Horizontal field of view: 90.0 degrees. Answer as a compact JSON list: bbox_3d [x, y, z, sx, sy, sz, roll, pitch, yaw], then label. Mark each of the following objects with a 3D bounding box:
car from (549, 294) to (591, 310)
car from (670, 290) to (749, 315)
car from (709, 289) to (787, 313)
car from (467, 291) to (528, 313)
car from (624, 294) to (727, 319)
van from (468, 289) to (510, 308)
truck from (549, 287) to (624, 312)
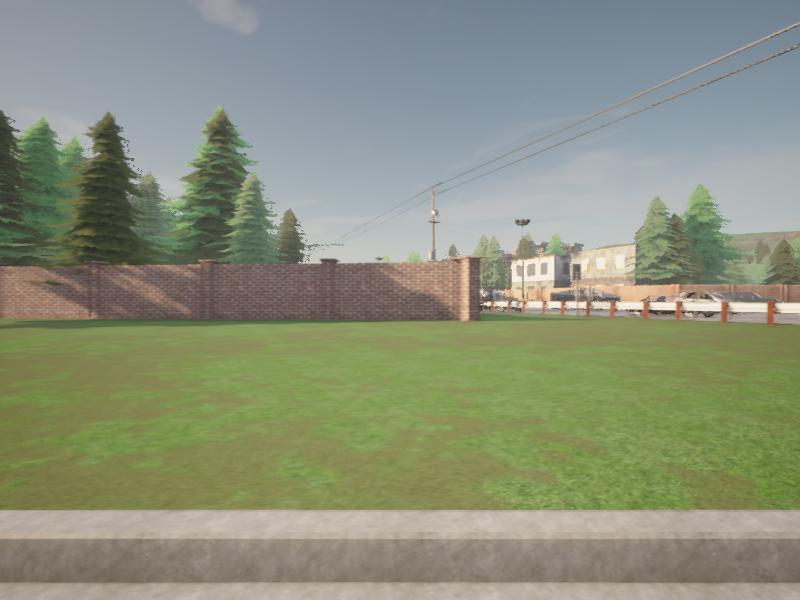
[{"bbox_3d":[18.314,0.185,43.245,1.851,1.617,3.988,0,0,-25],"label":"car"},{"bbox_3d":[21.594,0.184,28.122,1.851,1.617,3.988,0,0,-25],"label":"car"},{"bbox_3d":[27.642,0.089,31.889,4.553,1.767,2.097,0,0,44],"label":"car"},{"bbox_3d":[7.832,0.179,32.668,2.152,1.651,5.027,0,0,-25],"label":"car"},{"bbox_3d":[16.006,0.341,23.573,1.895,1.301,4.718,0,0,-25],"label":"car"},{"bbox_3d":[12.343,-0.224,55.861,2.351,2.431,6.366,0,0,-25],"label":"van"},{"bbox_3d":[17.232,-0.061,37.350,2.390,2.098,6.274,0,0,-25],"label":"truck"}]
